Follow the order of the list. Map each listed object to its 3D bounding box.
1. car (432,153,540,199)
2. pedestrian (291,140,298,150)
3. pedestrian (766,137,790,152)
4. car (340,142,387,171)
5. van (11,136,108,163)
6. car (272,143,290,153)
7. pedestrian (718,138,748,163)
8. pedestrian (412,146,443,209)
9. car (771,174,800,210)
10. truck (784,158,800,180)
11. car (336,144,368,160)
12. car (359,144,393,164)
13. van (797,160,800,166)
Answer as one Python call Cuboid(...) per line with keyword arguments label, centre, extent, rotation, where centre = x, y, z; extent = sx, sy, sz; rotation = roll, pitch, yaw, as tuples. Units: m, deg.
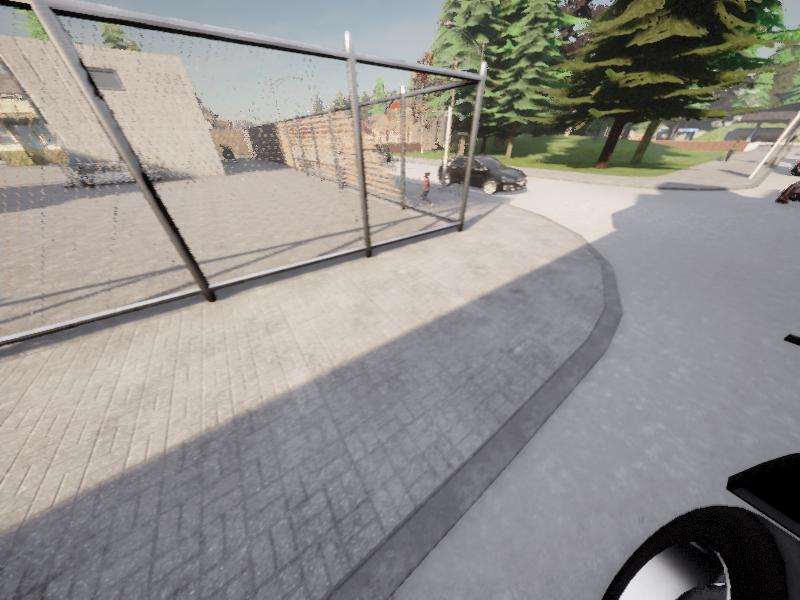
Cuboid(label="car", centre=(4.009, -6.513, 11.799), extent=(1.837, 1.490, 4.892), rotation=(-22, 41, -28))
Cuboid(label="pedestrian", centre=(-22.229, -32.728, 48.804), extent=(0.751, 1.860, 0.751), rotation=(-3, 35, -4))
Cuboid(label="pedestrian", centre=(56.186, -23.173, 34.374), extent=(0.751, 1.860, 0.751), rotation=(0, 35, 1))
Cuboid(label="car", centre=(-3.233, -12.623, 20.191), extent=(1.932, 1.855, 4.605), rotation=(-22, 40, -28))
Cuboid(label="van", centre=(-41.481, -18.663, 28.518), extent=(5.915, 2.561, 1.988), rotation=(-22, 41, -28))
Cuboid(label="car", centre=(-21.543, -27.493, 41.760), extent=(1.816, 1.474, 4.193), rotation=(-22, 41, -28))
Cuboid(label="pedestrian", centre=(30.901, -13.872, 21.433), extent=(0.751, 1.860, 0.751), rotation=(-23, 41, -29))
Cuboid(label="pedestrian", centre=(0.943, -4.296, 8.131), extent=(0.751, 1.860, 0.751), rotation=(14, 38, 20))
Cuboid(label="car", centre=(16.645, -4.315, 8.678), extent=(4.181, 1.385, 1.994), rotation=(-19, 39, -24))
Cuboid(label="truck", centre=(27.649, -9.171, 14.442), extent=(5.204, 2.467, 2.627), rotation=(-24, 41, -26))
Cuboid(label="car", centre=(-6.248, -19.117, 29.713), extent=(2.007, 1.525, 4.514), rotation=(-23, 41, -29))
Cuboid(label="car", centre=(-2.634, -16.045, 25.260), extent=(1.851, 1.617, 3.988), rotation=(-22, 41, -28))
Cuboid(label="van", centre=(38.248, -13.509, 20.478), extent=(5.915, 2.561, 1.988), rotation=(-23, 41, -27))
